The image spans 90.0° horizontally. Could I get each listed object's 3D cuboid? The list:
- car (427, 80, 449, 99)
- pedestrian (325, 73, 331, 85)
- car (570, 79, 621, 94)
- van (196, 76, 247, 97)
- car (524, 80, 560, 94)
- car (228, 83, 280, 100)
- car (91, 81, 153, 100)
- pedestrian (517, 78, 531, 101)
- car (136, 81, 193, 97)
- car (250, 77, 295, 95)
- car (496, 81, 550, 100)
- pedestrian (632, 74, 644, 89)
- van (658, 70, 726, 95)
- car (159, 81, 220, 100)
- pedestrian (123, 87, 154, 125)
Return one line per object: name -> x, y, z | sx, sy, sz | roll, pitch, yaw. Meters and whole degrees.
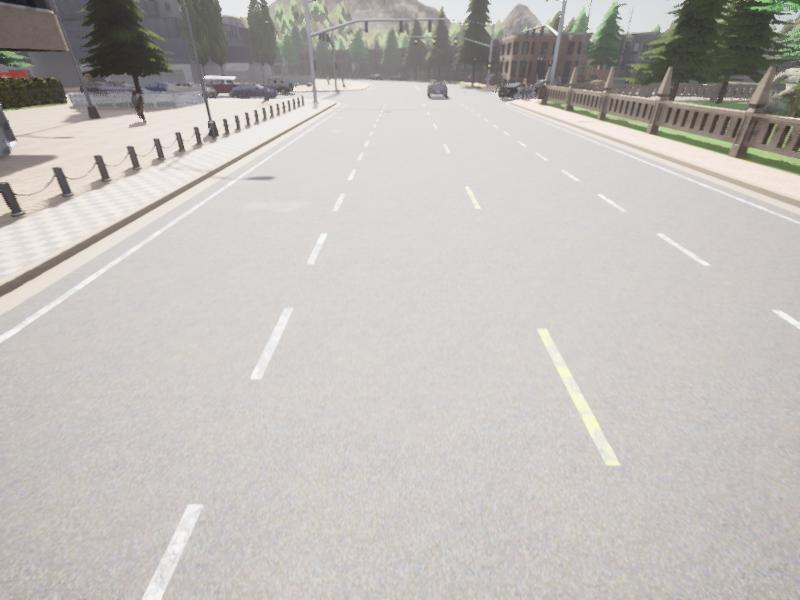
car -> 4.208, -23.849, 45.170 | 2.152, 1.651, 5.027 | 1, 30, 2
pedestrian -> -12.569, -38.629, 69.869 | 0.751, 1.860, 0.751 | -3, 30, -4
car -> 24.944, -27.359, 51.206 | 5.366, 1.575, 1.801 | 0, 30, 0
van -> -20.105, -24.172, 45.313 | 4.480, 2.038, 2.069 | 0, 30, 0
car -> 18.150, -27.338, 51.275 | 3.806, 1.475, 1.970 | 0, 30, 0
car -> -15.395, -22.107, 42.373 | 4.674, 1.442, 1.812 | 1, 30, 2
car -> -29.420, -22.259, 42.455 | 4.856, 1.649, 2.033 | 0, 30, 0
pedestrian -> 11.837, -20.167, 38.286 | 0.751, 1.860, 0.751 | -11, 32, -18
car -> -26.702, -23.979, 45.484 | 5.008, 1.535, 1.882 | 0, 30, 0
car -> -15.354, -25.933, 48.480 | 4.605, 1.855, 1.932 | 0, 30, 0
car -> 12.890, -21.971, 41.938 | 5.238, 1.638, 1.930 | -13, 31, -21
pedestrian -> 33.778, -31.011, 56.821 | 0.751, 1.860, 0.751 | 1, 30, 1
van -> 34.778, -25.994, 47.878 | 5.915, 2.561, 1.988 | 0, 30, 0
car -> -22.194, -22.234, 42.416 | 5.027, 1.651, 2.152 | 0, 30, 0
pedestrian -> -14.617, -10.866, 22.383 | 0.751, 1.860, 0.751 | -4, 31, -7
